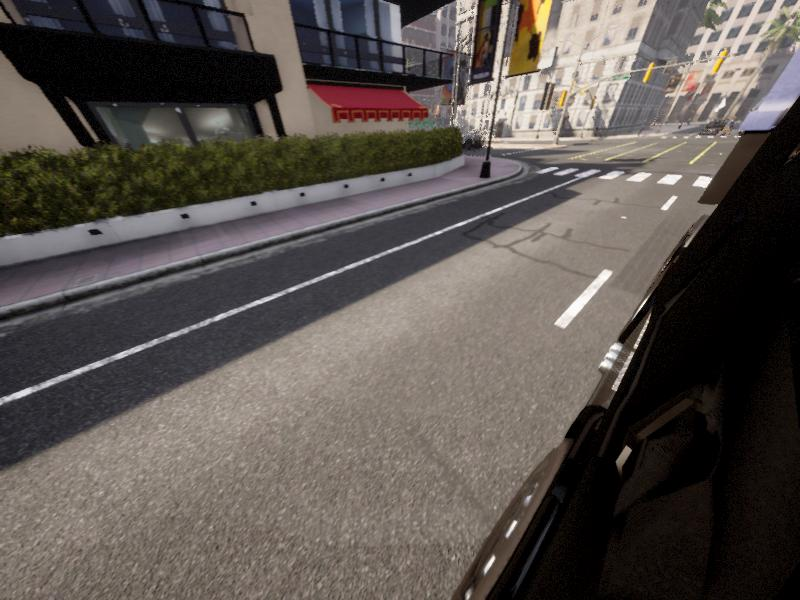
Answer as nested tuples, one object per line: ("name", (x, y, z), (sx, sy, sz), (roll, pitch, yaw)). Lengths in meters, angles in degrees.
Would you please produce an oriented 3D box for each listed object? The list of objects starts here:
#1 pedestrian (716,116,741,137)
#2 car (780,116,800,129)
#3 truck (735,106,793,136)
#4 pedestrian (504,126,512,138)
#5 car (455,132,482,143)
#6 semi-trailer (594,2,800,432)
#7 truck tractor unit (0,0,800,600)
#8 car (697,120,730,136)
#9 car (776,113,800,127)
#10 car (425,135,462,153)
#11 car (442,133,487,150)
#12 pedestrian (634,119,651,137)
("pedestrian", (36.847, -19.424, 25.911), (0.751, 1.860, 0.751), (-25, 41, -27))
("car", (56.521, -25.333, 32.911), (4.193, 1.474, 1.816), (-28, 43, -30))
("truck", (42.401, -20.908, 27.064), (5.204, 2.467, 2.627), (-28, 43, -30))
("pedestrian", (20.010, -31.122, 42.796), (0.751, 1.860, 0.751), (-32, 45, -33))
("car", (11.566, -27.469, 39.051), (1.970, 1.475, 3.806), (-28, 43, -30))
("semi-trailer", (8.948, -3.412, 3.981), (14.254, 4.402, 2.717), (-25, 41, -27))
("truck tractor unit", (2.645, -0.295, 0.351), (6.516, 4.208, 3.053), (-28, 44, -30))
("car", (40.458, -22.183, 29.760), (4.892, 1.490, 1.837), (-28, 43, -30))
("car", (66.295, -30.579, 39.212), (5.238, 1.638, 1.930), (-27, 43, -29))
("car", (4.946, -18.100, 26.768), (1.970, 1.475, 3.806), (-28, 43, -30))
("car", (7.735, -19.465, 28.381), (2.038, 1.542, 4.974), (-28, 43, -30))
("pedestrian", (32.282, -22.941, 30.772), (0.751, 1.860, 0.751), (-30, 44, -31))
